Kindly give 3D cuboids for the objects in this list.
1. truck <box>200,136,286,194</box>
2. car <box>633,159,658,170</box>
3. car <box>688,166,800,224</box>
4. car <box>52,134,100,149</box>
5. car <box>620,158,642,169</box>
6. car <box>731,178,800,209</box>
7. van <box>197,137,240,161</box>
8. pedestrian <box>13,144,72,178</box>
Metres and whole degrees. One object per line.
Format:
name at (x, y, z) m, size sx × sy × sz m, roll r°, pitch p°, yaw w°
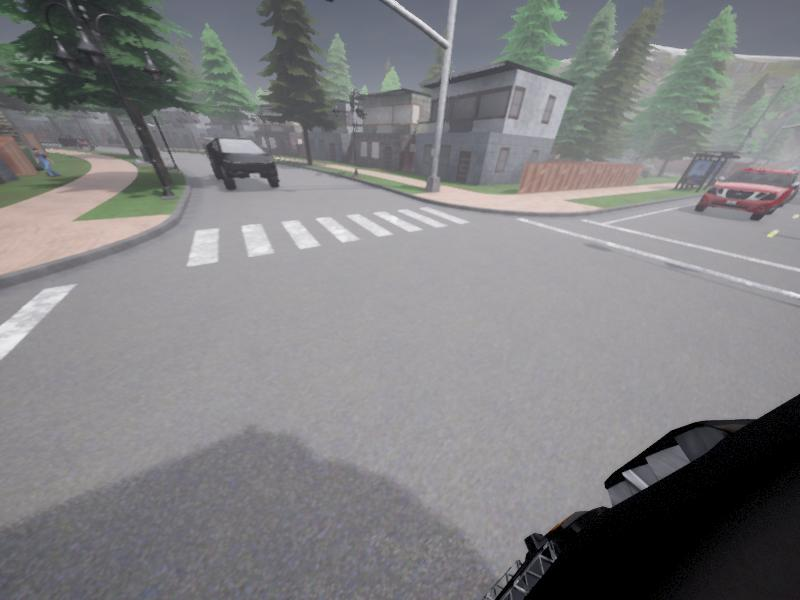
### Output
truck at (-8.677, -7.510, 12.560) m, size 2.390 × 2.098 × 6.274 m, roll -22°, pitch 41°, yaw -33°
car at (53.635, -29.587, 50.427) m, size 4.605 × 1.855 × 1.932 m, roll -17°, pitch 39°, yaw -27°
car at (17.627, -5.452, 11.625) m, size 5.566 × 2.045 × 2.150 m, roll -16°, pitch 38°, yaw -26°
car at (-42.639, -20.933, 30.485) m, size 3.633 × 1.501 × 1.845 m, roll 9°, pitch 34°, yaw 9°
car at (51.997, -30.726, 52.006) m, size 3.866 × 1.878 × 1.905 m, roll -17°, pitch 39°, yaw -27°
car at (24.529, -7.143, 15.307) m, size 4.181 × 1.385 × 1.994 m, roll -16°, pitch 38°, yaw -26°
van at (-19.927, -16.608, 25.385) m, size 4.442 × 1.987 × 1.775 m, roll 24°, pitch 39°, yaw 29°
pedestrian at (-16.778, -6.559, 10.904) m, size 0.751 × 1.300 × 0.751 m, roll -7°, pitch 35°, yaw -15°
